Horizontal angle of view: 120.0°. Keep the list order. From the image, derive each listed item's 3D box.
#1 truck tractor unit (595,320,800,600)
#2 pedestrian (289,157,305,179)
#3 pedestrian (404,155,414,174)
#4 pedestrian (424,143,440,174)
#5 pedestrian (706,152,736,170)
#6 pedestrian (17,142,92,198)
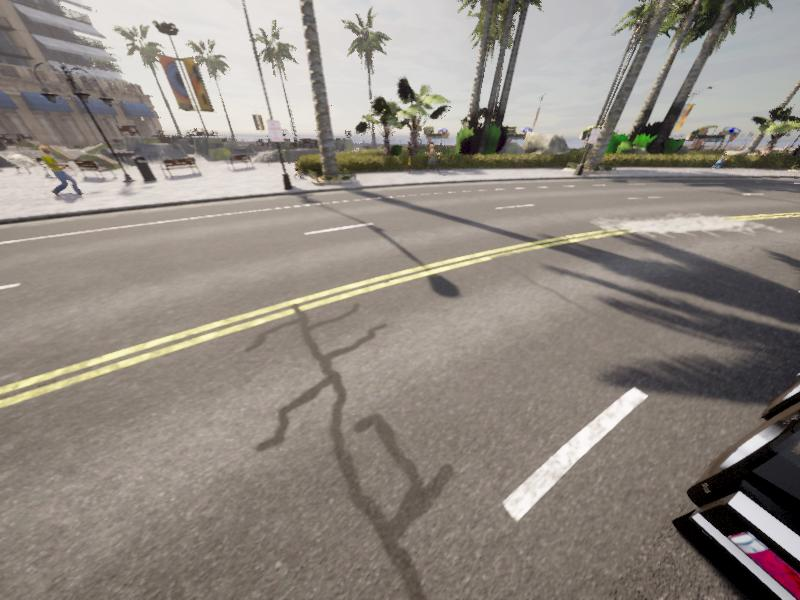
[{"bbox_3d":[5.209,-0.187,0.657,6.516,4.208,3.053,-14,37,-20],"label":"truck tractor unit"},{"bbox_3d":[-6.310,-8.109,14.178,0.500,1.100,0.500,-22,41,-29],"label":"pedestrian"},{"bbox_3d":[0.655,-9.741,16.600,0.500,1.100,0.500,-12,37,-18],"label":"pedestrian"},{"bbox_3d":[2.227,-9.995,16.322,0.751,1.860,0.751,-12,37,-17],"label":"pedestrian"},{"bbox_3d":[28.451,-12.318,20.481,0.751,1.300,0.751,0,35,-1],"label":"pedestrian"},{"bbox_3d":[-13.642,-5.166,9.223,0.751,1.860,0.751,-24,42,-30],"label":"pedestrian"}]
